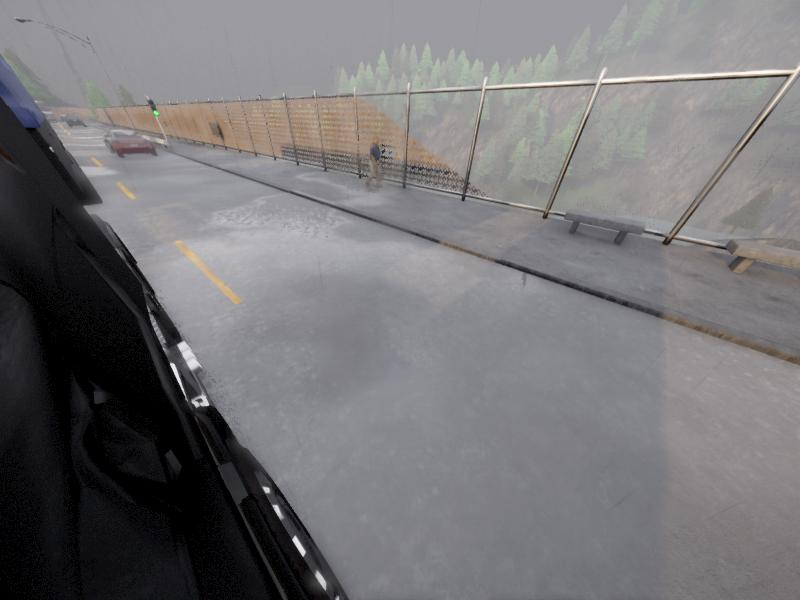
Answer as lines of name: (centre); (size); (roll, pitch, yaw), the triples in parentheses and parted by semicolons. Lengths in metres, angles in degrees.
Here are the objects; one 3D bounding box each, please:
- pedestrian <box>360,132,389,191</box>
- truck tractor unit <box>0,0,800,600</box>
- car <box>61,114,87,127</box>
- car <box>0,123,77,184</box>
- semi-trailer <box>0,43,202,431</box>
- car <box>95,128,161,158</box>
pedestrian: (-0.955, -5.407, 9.041); (0.751, 1.860, 0.751); (24, 42, 26)
truck tractor unit: (-2.645, -0.295, 0.351); (6.516, 4.208, 3.053); (28, 44, 30)
car: (-61.094, -33.591, 43.245); (4.553, 1.767, 2.097); (28, 44, 30)
car: (-16.096, -6.405, 9.852); (5.238, 1.638, 1.930); (28, 44, 30)
semi-trailer: (-8.698, -3.606, 4.227); (14.254, 4.402, 2.717); (28, 44, 30)
car: (-18.276, -10.584, 15.509); (4.181, 1.385, 1.994); (28, 44, 30)
